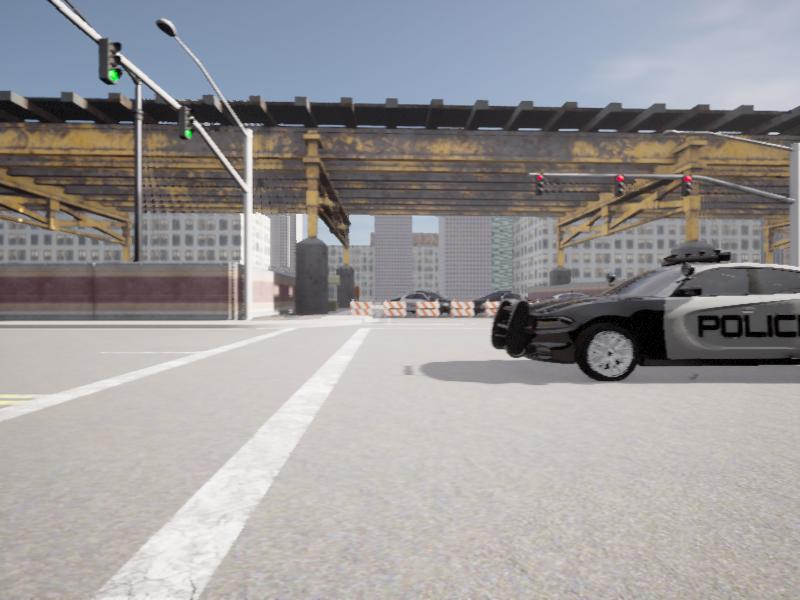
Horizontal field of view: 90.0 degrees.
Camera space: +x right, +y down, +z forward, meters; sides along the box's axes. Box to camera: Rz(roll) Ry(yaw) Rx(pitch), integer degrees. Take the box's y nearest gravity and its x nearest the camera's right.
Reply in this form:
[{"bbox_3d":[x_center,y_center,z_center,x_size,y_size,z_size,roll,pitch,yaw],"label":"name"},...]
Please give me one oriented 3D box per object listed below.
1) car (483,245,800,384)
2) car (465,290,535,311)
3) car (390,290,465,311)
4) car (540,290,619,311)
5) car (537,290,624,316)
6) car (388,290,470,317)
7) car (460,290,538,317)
[{"bbox_3d":[4.014,0.169,5.702,5.238,1.638,1.930,0,0,0],"label":"car"},{"bbox_3d":[6.345,0.035,25.178,4.536,1.218,1.853,0,0,-36],"label":"car"},{"bbox_3d":[1.658,0.038,25.170,4.536,1.218,1.853,0,0,44],"label":"car"},{"bbox_3d":[11.625,0.032,25.962,4.536,1.218,1.853,0,0,29],"label":"car"},{"bbox_3d":[11.670,0.190,25.938,4.974,1.542,2.038,0,0,29],"label":"car"},{"bbox_3d":[1.696,0.196,25.134,4.974,1.542,2.038,0,0,44],"label":"car"},{"bbox_3d":[6.304,0.193,25.146,4.974,1.542,2.038,0,0,-36],"label":"car"}]
